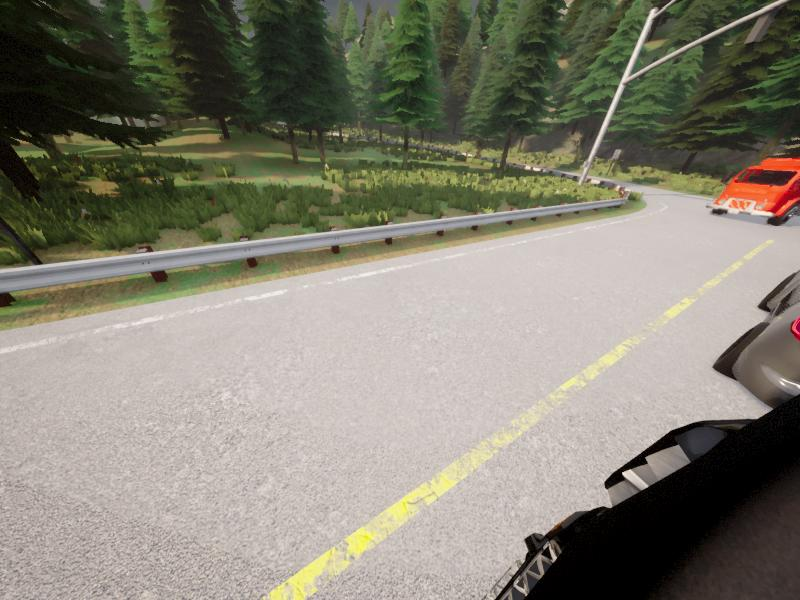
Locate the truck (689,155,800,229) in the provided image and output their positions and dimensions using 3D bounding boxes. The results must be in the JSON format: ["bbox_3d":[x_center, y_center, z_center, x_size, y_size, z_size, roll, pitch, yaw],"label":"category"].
[{"bbox_3d":[17.288,-4.848,10.340,5.204,2.467,2.627,-5,34,-13],"label":"truck"}]

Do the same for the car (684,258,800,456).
[{"bbox_3d":[5.832,0.331,2.379,4.611,1.667,2.242,-16,38,-26],"label":"car"}]
